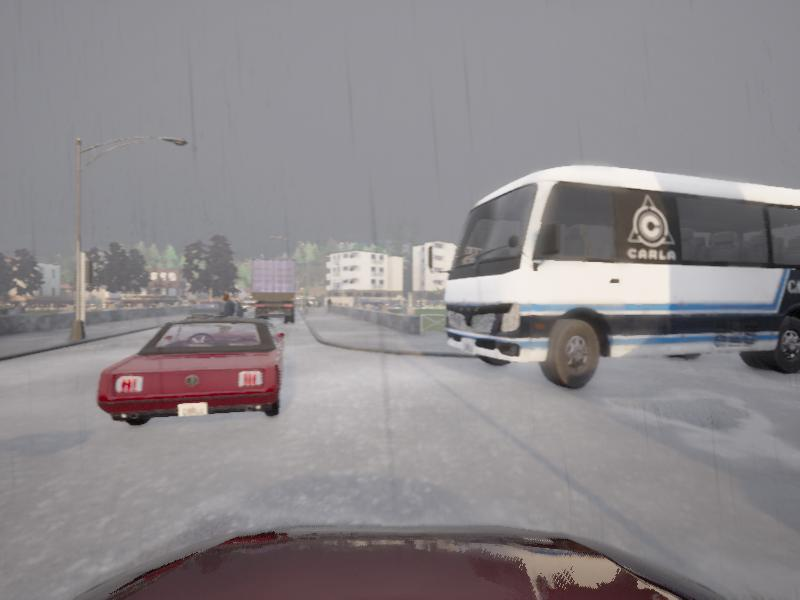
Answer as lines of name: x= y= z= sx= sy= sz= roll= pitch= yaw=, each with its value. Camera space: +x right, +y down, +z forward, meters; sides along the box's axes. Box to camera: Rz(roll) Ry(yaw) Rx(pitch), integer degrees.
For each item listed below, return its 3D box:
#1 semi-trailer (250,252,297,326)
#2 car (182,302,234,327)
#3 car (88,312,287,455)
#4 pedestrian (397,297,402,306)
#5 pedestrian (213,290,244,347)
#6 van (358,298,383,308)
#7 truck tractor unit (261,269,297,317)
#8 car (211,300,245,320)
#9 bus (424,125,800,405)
semi-trailer: x=-9.473 y=-0.662 z=30.964 sx=2.717 sy=4.402 sz=14.254 roll=0 pitch=0 yaw=-15
car: x=-12.226 y=0.846 z=25.845 sx=2.033 sy=1.411 sz=5.357 roll=0 pitch=0 yaw=-15
car: x=-2.877 y=0.932 z=6.601 sx=1.895 sy=1.301 sz=4.718 roll=0 pitch=0 yaw=-15
pedestrian: x=-0.099 y=0.386 z=82.224 sx=0.751 sy=1.860 sz=0.751 roll=0 pitch=0 yaw=-15
pedestrian: x=-5.838 y=0.613 z=13.635 sx=0.751 sy=1.860 sz=0.751 roll=0 pitch=0 yaw=-2
van: x=-5.533 y=0.554 z=74.541 sx=4.442 sy=1.987 sz=1.775 roll=0 pitch=0 yaw=-15
truck tractor unit: x=-11.549 y=-0.572 z=38.606 sx=3.053 sy=4.208 sz=6.516 roll=0 pitch=0 yaw=-15
car: x=-14.283 y=0.770 z=33.393 sx=2.007 sy=1.525 sz=4.514 roll=0 pitch=0 yaw=-15
bus: x=6.089 y=-0.518 z=9.406 sx=10.273 sy=4.253 sz=3.944 roll=0 pitch=0 yaw=-16
